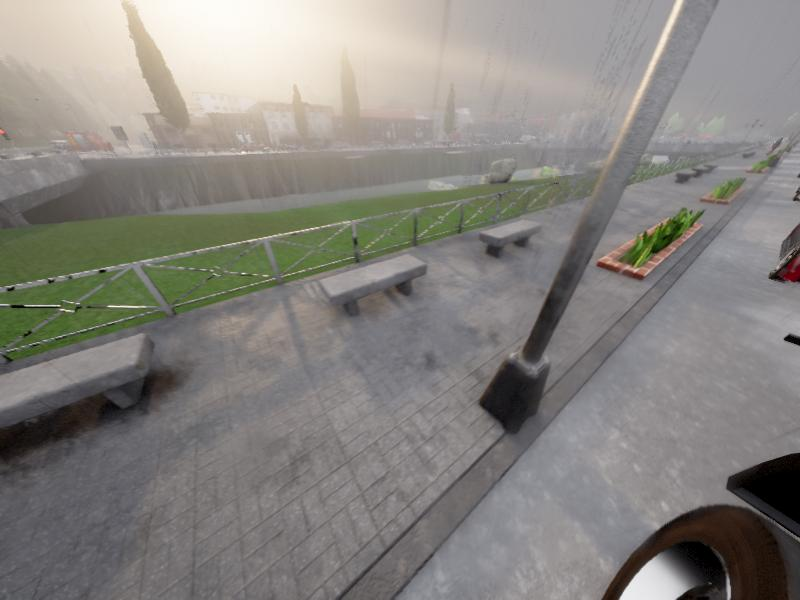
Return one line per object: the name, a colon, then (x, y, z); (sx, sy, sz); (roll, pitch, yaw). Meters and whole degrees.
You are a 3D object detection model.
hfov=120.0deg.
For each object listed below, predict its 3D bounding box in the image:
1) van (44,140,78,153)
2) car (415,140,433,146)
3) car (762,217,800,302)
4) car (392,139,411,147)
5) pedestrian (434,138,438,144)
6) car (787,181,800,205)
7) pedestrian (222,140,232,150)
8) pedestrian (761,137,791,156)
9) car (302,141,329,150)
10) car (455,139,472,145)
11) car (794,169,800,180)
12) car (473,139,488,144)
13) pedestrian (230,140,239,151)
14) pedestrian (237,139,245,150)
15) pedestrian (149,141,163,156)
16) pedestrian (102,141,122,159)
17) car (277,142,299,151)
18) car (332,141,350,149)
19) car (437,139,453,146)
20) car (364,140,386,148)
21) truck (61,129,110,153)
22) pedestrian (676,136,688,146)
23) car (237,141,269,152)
van: (-67.621, -30.670, 46.179); (2.069, 2.038, 4.480); (-22, 41, -28)
car: (7.170, -46.622, 68.484); (4.974, 1.542, 2.038); (-22, 41, -28)
car: (8.681, -0.948, 3.980); (4.181, 1.385, 1.994); (-22, 41, -28)
car: (0.407, -43.890, 64.627); (4.856, 1.649, 2.033); (-22, 41, -28)
pedestrian: (12.148, -54.058, 78.539); (0.751, 1.860, 0.751); (-27, 43, -33)
car: (17.775, -4.712, 9.094); (4.514, 1.525, 2.007); (-22, 41, -28)
pedestrian: (-36.260, -32.509, 48.431); (0.751, 1.860, 0.751); (8, 36, 12)
pedestrian: (44.694, -18.239, 27.496); (0.751, 1.860, 0.751); (5, 36, 8)
car: (-19.422, -35.812, 53.370); (5.238, 1.638, 1.930); (-22, 41, -28)
car: (20.981, -52.267, 76.312); (5.238, 1.638, 1.930); (-22, 41, -28)
car: (26.475, -8.254, 14.031); (4.514, 1.525, 2.007); (-22, 41, -28)
car: (27.943, -55.047, 80.305); (4.892, 1.490, 1.837); (-22, 41, -28)
pedestrian: (-33.965, -31.885, 47.527); (0.751, 1.860, 0.751); (-7, 36, -9)
pedestrian: (-33.105, -32.389, 48.233); (0.751, 1.860, 0.751); (-15, 38, -20)
pedestrian: (-35.641, -22.157, 33.771); (0.751, 1.860, 0.751); (-25, 42, -30)
pedestrian: (-37.630, -19.618, 30.194); (0.751, 1.860, 0.751); (-22, 41, -28)
car: (-24.447, -33.696, 50.562); (3.806, 1.475, 1.970); (-22, 41, -28)
car: (-14.371, -37.801, 56.284); (3.806, 1.475, 1.970); (-22, 41, -28)
car: (14.066, -49.408, 72.415); (5.008, 1.535, 1.882); (-22, 41, -28)
car: (-6.569, -41.046, 60.668); (5.238, 1.638, 1.930); (-22, 41, -28)
truck: (-64.405, -32.793, 47.599); (2.891, 3.827, 8.468); (-22, 41, -28)
pedestrian: (63.532, -35.846, 52.026); (0.751, 1.860, 0.751); (-18, 39, -24)
car: (-30.052, -31.471, 47.335); (5.027, 1.651, 2.152); (-22, 41, -28)
